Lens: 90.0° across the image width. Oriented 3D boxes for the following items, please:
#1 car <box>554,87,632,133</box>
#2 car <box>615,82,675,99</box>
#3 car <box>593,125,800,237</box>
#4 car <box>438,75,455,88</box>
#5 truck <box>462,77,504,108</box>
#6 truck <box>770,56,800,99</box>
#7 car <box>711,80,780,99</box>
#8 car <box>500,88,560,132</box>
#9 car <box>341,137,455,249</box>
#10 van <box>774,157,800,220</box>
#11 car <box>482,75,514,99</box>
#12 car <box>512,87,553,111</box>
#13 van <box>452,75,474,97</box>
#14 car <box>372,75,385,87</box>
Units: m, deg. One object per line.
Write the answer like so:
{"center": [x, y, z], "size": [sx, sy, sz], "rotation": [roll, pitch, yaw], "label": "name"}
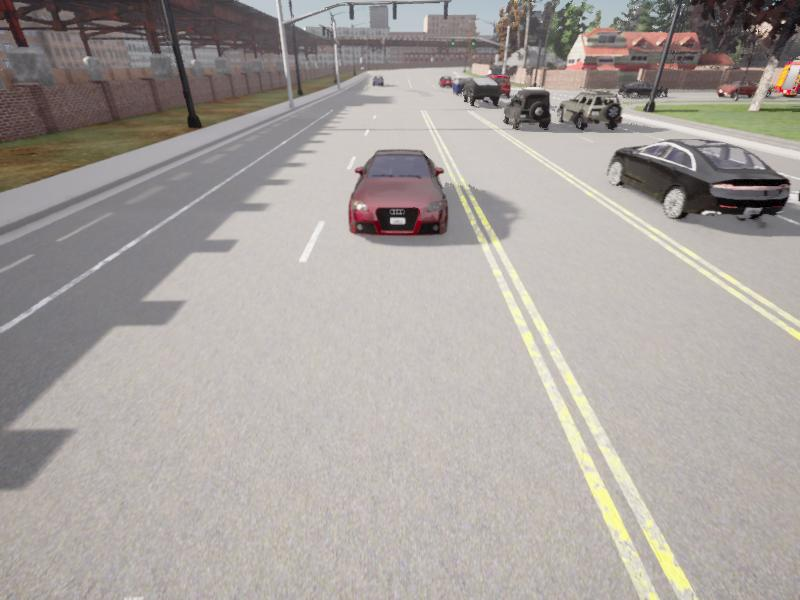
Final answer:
{"center": [10.524, -10.674, 22.309], "size": [1.932, 1.855, 4.605], "rotation": [-1, 31, -1], "label": "car"}
{"center": [25.809, -22.186, 42.307], "size": [4.892, 1.490, 1.837], "rotation": [-1, 30, -1], "label": "car"}
{"center": [7.009, -3.180, 9.899], "size": [2.128, 1.511, 4.902], "rotation": [0, 31, 1], "label": "car"}
{"center": [7.074, -33.368, 61.142], "size": [2.007, 1.525, 4.514], "rotation": [0, 31, 0], "label": "car"}
{"center": [7.044, -18.153, 34.830], "size": [2.390, 2.098, 6.274], "rotation": [0, 30, 0], "label": "truck"}
{"center": [45.174, -23.425, 42.122], "size": [8.468, 3.827, 2.891], "rotation": [-1, 30, -1], "label": "truck"}
{"center": [36.617, -22.363, 42.483], "size": [5.027, 1.651, 2.152], "rotation": [-1, 30, -1], "label": "car"}
{"center": [7.037, -10.585, 22.140], "size": [1.905, 1.878, 3.866], "rotation": [0, 30, 0], "label": "car"}
{"center": [-0.007, -2.647, 9.128], "size": [1.994, 1.385, 4.181], "rotation": [1, 30, 1], "label": "car"}
{"center": [10.307, -1.858, 6.619], "size": [1.988, 2.561, 5.915], "rotation": [-1, 29, -3], "label": "van"}
{"center": [10.550, -23.257, 43.549], "size": [2.150, 2.045, 5.566], "rotation": [0, 31, 0], "label": "car"}
{"center": [10.543, -16.262, 32.223], "size": [1.970, 1.475, 3.806], "rotation": [0, 30, 0], "label": "car"}
{"center": [7.054, -24.321, 45.423], "size": [1.775, 1.987, 4.442], "rotation": [0, 31, 0], "label": "van"}
{"center": [-3.427, -34.716, 63.385], "size": [1.845, 1.501, 3.633], "rotation": [0, 31, 0], "label": "car"}
